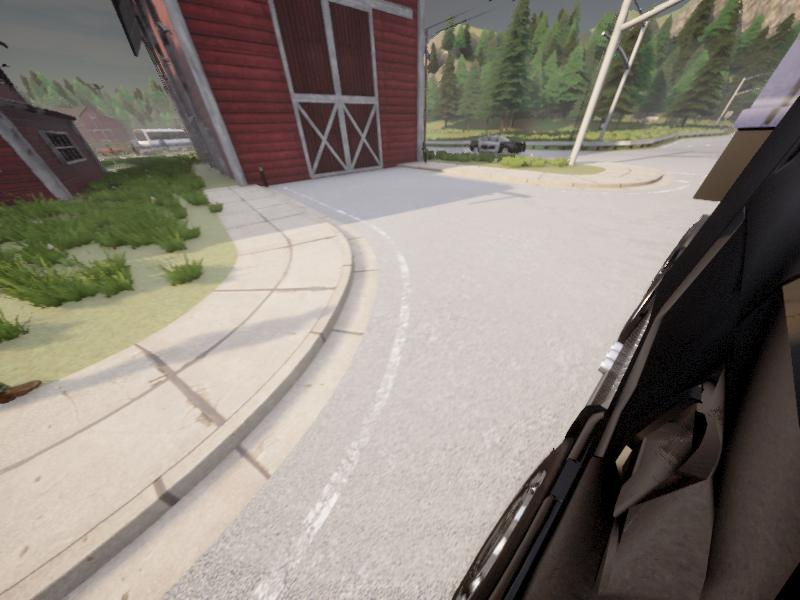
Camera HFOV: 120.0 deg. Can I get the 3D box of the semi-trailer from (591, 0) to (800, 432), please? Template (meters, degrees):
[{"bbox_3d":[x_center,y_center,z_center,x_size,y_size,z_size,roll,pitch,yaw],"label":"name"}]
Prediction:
[{"bbox_3d":[9.143,-3.227,3.783,14.254,4.402,2.717,-22,41,-25],"label":"semi-trailer"}]

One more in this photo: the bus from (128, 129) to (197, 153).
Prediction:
[{"bbox_3d":[-54.600,-37.172,53.820,3.944,4.253,10.273,5,37,10],"label":"bus"}]

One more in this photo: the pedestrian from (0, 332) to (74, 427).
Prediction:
[{"bbox_3d":[-3.919,0.263,1.691,0.751,1.860,0.751,11,38,17],"label":"pedestrian"}]

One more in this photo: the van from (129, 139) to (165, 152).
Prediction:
[{"bbox_3d":[-67.951,-41.771,62.270,5.915,2.561,1.988,-27,43,-30],"label":"van"}]

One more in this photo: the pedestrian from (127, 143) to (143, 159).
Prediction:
[{"bbox_3d":[-37.561,-21.105,32.731,0.751,1.860,0.751,-32,45,-33],"label":"pedestrian"}]

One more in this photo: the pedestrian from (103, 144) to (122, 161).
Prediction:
[{"bbox_3d":[-38.724,-19.866,31.119,0.751,1.860,0.751,-27,43,-30],"label":"pedestrian"}]

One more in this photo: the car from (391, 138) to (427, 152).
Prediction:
[{"bbox_3d":[1.082,-19.821,29.473,1.895,1.301,4.718,-27,43,-29],"label":"car"}]

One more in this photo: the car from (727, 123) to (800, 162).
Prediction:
[{"bbox_3d":[22.589,-9.754,14.198,4.611,1.667,2.242,-28,43,-30],"label":"car"}]

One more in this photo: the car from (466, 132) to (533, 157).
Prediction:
[{"bbox_3d":[8.958,-14.417,21.379,1.930,1.638,5.238,-27,43,-29],"label":"car"}]

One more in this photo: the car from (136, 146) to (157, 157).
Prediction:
[{"bbox_3d":[-44.870,-26.365,40.918,1.816,1.474,4.193,-27,43,-30],"label":"car"}]

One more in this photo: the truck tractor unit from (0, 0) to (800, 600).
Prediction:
[{"bbox_3d":[2.645,-0.295,0.351,6.516,4.208,3.053,-28,44,-30],"label":"truck tractor unit"}]
